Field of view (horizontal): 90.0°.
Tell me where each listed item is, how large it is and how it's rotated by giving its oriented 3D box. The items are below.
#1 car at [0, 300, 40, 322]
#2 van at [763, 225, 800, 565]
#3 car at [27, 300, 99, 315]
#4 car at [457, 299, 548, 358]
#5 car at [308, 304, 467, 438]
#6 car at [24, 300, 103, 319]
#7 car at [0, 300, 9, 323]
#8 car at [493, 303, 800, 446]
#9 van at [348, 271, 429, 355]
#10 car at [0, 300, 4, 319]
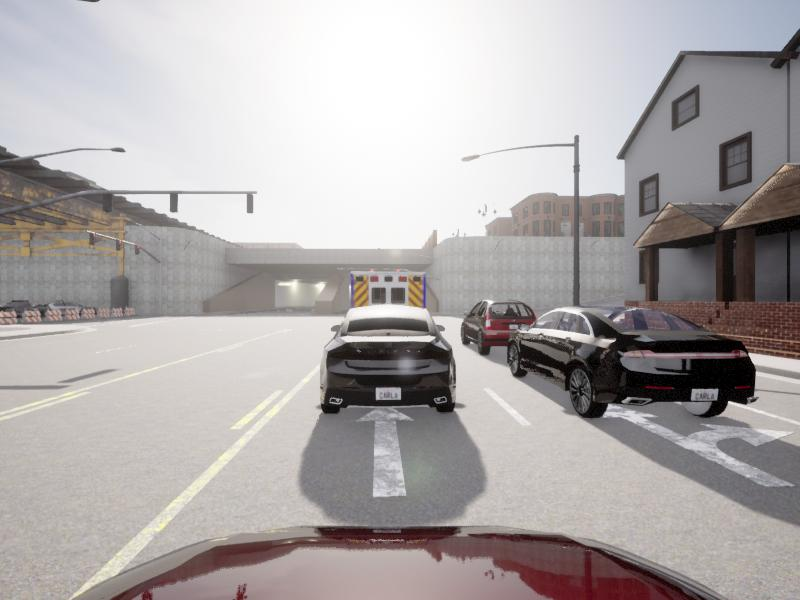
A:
[{"bbox_3d":[-29.116,0.796,30.609,2.038,1.542,4.974,0,0,-38],"label":"car"},{"bbox_3d":[3.492,0.572,0.423,2.069,2.038,4.480,0,0,-2],"label":"van"},{"bbox_3d":[-30.092,0.638,35.903,1.853,1.218,4.536,0,0,27],"label":"car"},{"bbox_3d":[3.116,0.788,13.044,1.851,1.617,3.988,0,0,-2],"label":"car"},{"bbox_3d":[-0.209,0.844,7.073,1.837,1.490,4.892,0,0,-2],"label":"car"},{"bbox_3d":[-30.069,0.796,35.949,2.038,1.542,4.974,0,0,27],"label":"car"},{"bbox_3d":[-28.966,0.796,26.003,2.038,1.542,4.974,0,0,42],"label":"car"},{"bbox_3d":[3.293,0.836,6.852,2.128,1.511,4.902,0,0,-2],"label":"car"},{"bbox_3d":[-0.436,0.378,14.773,2.351,2.431,6.366,0,0,-2],"label":"van"},{"bbox_3d":[-29.000,0.638,25.964,1.853,1.218,4.536,0,0,42],"label":"car"}]
